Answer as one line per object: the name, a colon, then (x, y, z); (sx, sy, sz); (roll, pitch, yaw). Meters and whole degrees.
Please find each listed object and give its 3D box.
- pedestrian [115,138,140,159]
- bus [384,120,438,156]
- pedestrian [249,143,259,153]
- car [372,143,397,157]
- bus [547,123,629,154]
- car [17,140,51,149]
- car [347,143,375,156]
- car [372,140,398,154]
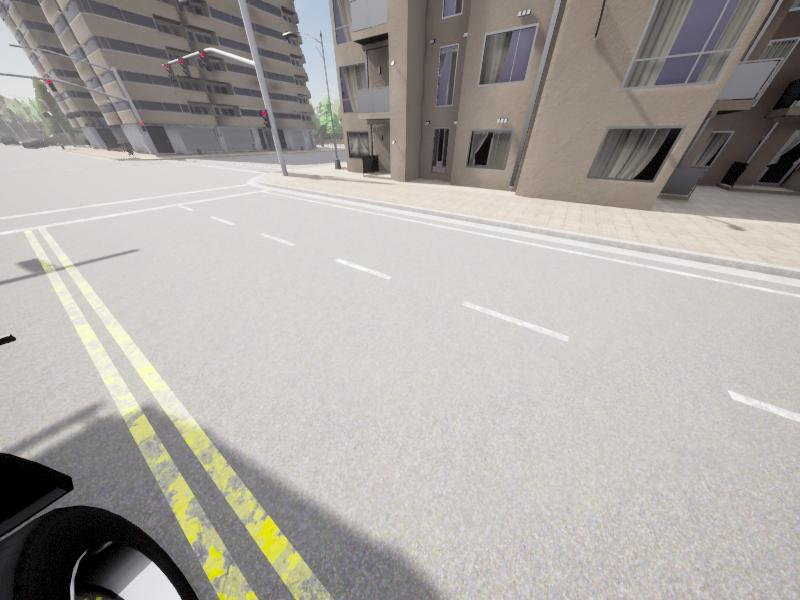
pedestrian: (-30.036, -16.716, 25.507); (0.751, 1.860, 0.751); (-7, 36, -10)
bus: (2.066, -26.736, 38.196); (3.944, 4.253, 10.273); (21, 40, 26)
pedestrian: (-22.707, -23.715, 35.986); (0.751, 1.300, 0.751); (21, 40, 27)
car: (-2.206, -21.719, 33.407); (1.845, 1.501, 3.633); (21, 40, 26)
bus: (33.387, -29.171, 41.784); (10.273, 4.253, 3.944); (22, 41, 28)
car: (-76.775, -32.717, 48.549); (1.812, 1.442, 4.674); (-16, 39, -22)
car: (-5.711, -22.313, 34.270); (1.970, 1.475, 3.806); (21, 40, 26)
car: (-2.429, -25.372, 38.288); (1.932, 1.855, 4.605); (21, 40, 26)
